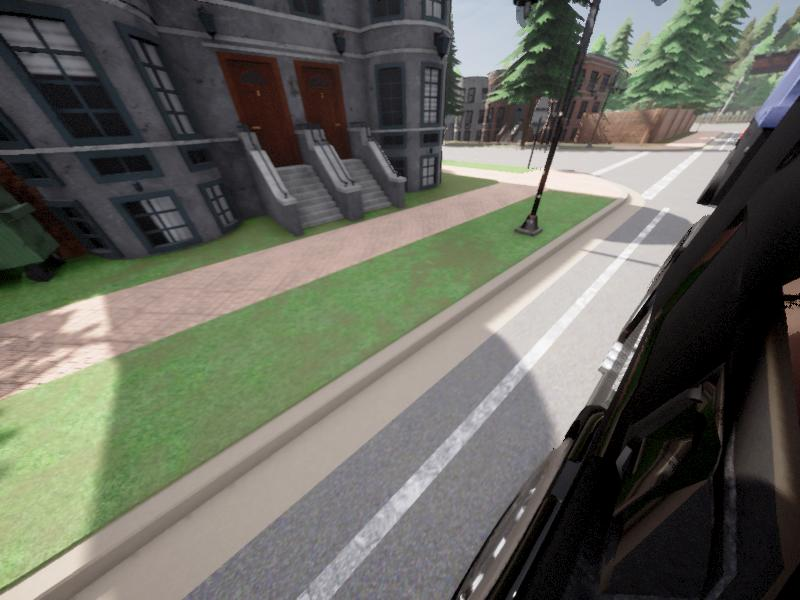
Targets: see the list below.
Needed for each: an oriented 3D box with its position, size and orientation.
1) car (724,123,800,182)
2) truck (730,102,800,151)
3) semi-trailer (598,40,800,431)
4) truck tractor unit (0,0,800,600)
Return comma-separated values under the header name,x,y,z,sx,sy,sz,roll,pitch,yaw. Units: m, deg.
name,x,y,z,sx,sy,sz,roll,pitch,yaw
car,16.118,-6.420,9.836,5.238,1.638,1.930,-28,44,-30
truck,26.249,-12.154,16.168,5.204,2.467,2.627,-28,44,-30
semi-trailer,8.695,-3.608,4.230,14.254,4.402,2.717,-28,44,-30
truck tractor unit,2.645,-0.295,0.351,6.516,4.208,3.053,-28,44,-30
